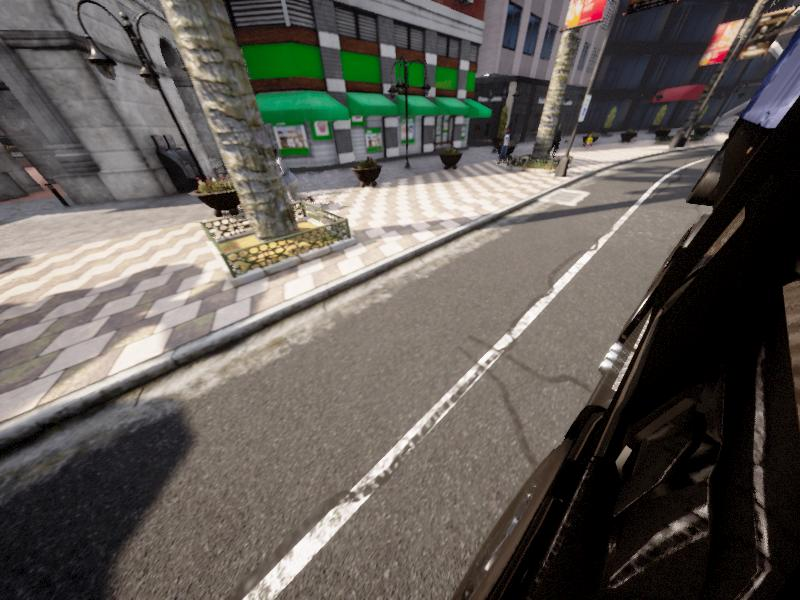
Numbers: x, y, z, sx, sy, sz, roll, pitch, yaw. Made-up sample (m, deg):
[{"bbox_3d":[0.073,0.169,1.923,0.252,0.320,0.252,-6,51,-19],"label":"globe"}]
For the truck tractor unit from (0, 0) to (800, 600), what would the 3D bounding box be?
[{"bbox_3d":[2.645,-0.295,0.351,6.516,4.208,3.053,-28,44,-30],"label":"truck tractor unit"}]

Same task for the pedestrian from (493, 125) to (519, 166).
[{"bbox_3d":[5.984,-8.746,13.101,0.751,1.860,0.751,30,47,36],"label":"pedestrian"}]

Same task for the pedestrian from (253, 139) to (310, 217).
[{"bbox_3d":[-3.391,-3.529,6.725,0.751,1.860,0.751,-29,44,-30],"label":"pedestrian"}]

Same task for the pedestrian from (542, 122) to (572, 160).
[{"bbox_3d":[9.700,-9.858,14.352,0.751,1.860,0.751,-19,40,-20],"label":"pedestrian"}]

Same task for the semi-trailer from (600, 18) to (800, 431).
[{"bbox_3d":[8.583,-3.682,4.337,14.254,4.402,2.717,-29,44,-31],"label":"semi-trailer"}]

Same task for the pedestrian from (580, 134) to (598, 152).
[{"bbox_3d":[13.834,-11.505,16.926,0.500,1.100,0.500,-23,41,-25],"label":"pedestrian"}]
